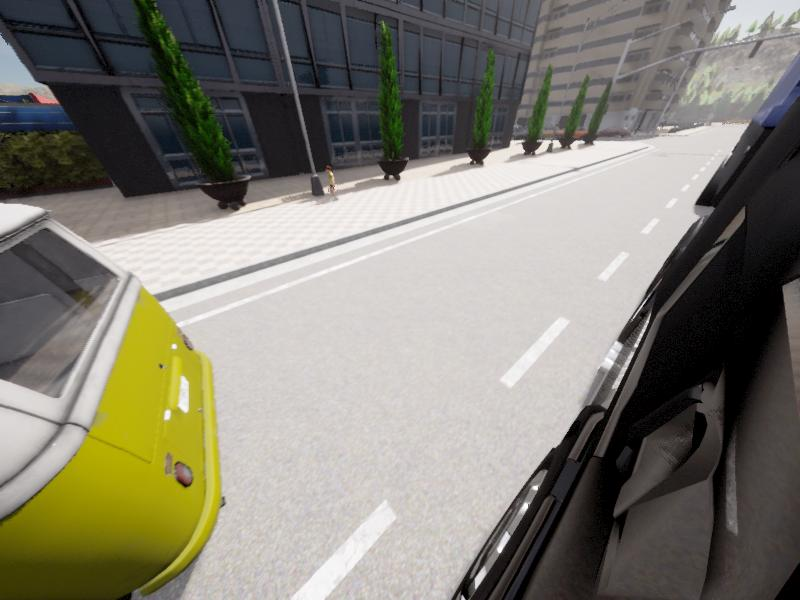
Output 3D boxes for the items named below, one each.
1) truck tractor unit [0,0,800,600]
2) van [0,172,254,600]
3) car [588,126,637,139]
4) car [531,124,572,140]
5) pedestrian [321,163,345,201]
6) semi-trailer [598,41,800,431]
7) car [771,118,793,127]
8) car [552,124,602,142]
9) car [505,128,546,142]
[{"bbox_3d":[2.645,-0.295,0.352,6.516,4.208,3.053,-28,44,-30],"label":"truck tractor unit"},{"bbox_3d":[-3.275,1.228,0.446,4.442,1.987,1.775,-25,42,-27],"label":"van"},{"bbox_3d":[30.128,-23.877,32.969,1.812,1.442,4.674,-27,43,-30],"label":"car"},{"bbox_3d":[23.091,-25.666,35.387,1.932,1.855,4.605,-27,43,-30],"label":"car"},{"bbox_3d":[-2.323,-4.102,8.041,0.500,1.100,0.500,-18,39,-20],"label":"pedestrian"},{"bbox_3d":[8.695,-3.581,4.269,14.254,4.402,2.717,-28,44,-30],"label":"semi-trailer"},{"bbox_3d":[84.201,-39.185,50.976,4.181,1.385,1.994,-27,43,-30],"label":"car"},{"bbox_3d":[23.389,-22.148,30.690,2.097,1.767,4.553,-27,43,-30],"label":"car"},{"bbox_3d":[18.972,-25.114,35.166,2.128,1.511,4.902,-27,43,-30],"label":"car"}]
